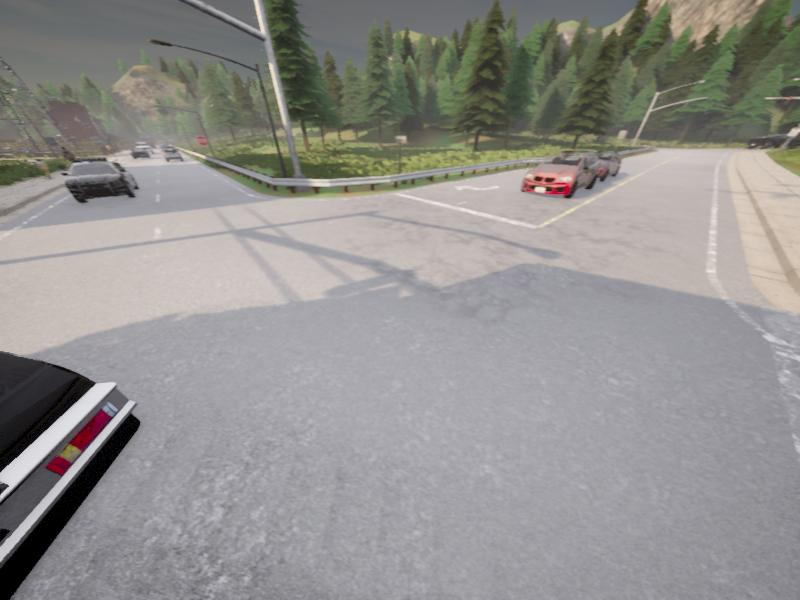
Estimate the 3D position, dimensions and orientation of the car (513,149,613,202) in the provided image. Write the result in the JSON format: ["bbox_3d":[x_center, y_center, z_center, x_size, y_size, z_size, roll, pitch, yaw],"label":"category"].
[{"bbox_3d":[7.851,-6.153,11.097,4.611,1.667,2.242,-27,43,-33],"label":"car"}]

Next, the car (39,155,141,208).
[{"bbox_3d":[-14.839,-6.084,11.475,1.930,1.638,5.238,-27,43,-32],"label":"car"}]

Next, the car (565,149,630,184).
[{"bbox_3d":[12.402,-8.449,14.451,4.193,1.474,1.816,-28,43,-33],"label":"car"}]

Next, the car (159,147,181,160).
[{"bbox_3d":[-34.680,-22.154,34.856,1.812,1.442,4.674,-27,43,-32],"label":"car"}]

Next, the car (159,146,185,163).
[{"bbox_3d":[-30.294,-19.334,30.626,1.851,1.617,3.988,-27,43,-32],"label":"car"}]
